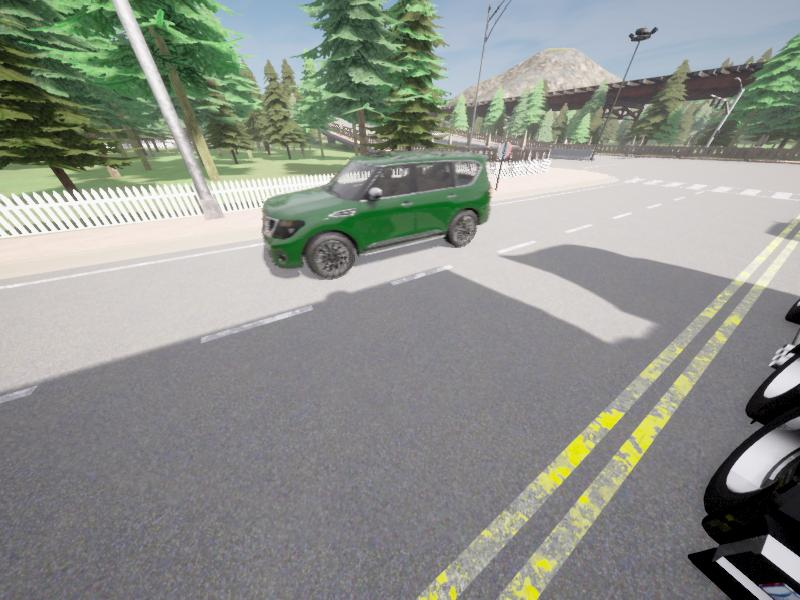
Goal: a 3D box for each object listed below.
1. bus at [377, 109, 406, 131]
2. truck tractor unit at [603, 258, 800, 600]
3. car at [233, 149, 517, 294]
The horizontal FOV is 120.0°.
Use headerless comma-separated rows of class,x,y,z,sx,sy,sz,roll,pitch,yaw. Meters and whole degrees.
bus,-2.905,-54.871,70.366,3.944,4.253,10.273,-20,47,-26
truck tractor unit,5.099,-0.313,0.797,6.516,4.208,3.053,-19,39,-25
car,-0.281,-2.267,5.459,5.566,2.045,2.150,-18,39,-24
